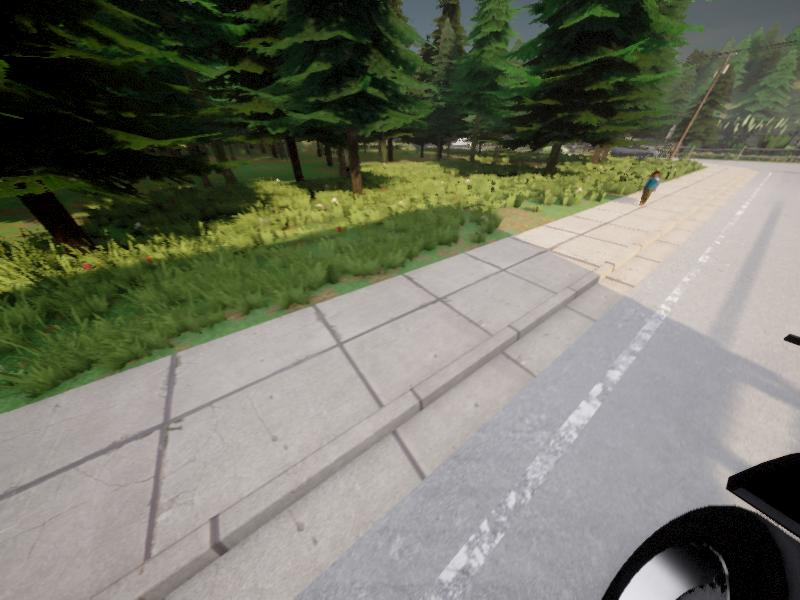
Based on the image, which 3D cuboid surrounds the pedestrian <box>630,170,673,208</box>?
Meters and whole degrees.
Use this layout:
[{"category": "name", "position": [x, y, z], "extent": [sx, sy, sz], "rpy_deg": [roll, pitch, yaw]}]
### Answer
[{"category": "pedestrian", "position": [8.833, -3.921, 8.146], "extent": [0.500, 1.100, 0.500], "rpy_deg": [-17, 39, -23]}]

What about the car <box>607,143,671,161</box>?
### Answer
[{"category": "car", "position": [26.994, -16.883, 26.278], "extent": [2.007, 1.525, 4.514], "rpy_deg": [-20, 40, -26]}]

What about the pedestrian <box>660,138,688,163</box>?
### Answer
[{"category": "pedestrian", "position": [25.214, -13.772, 21.282], "extent": [0.751, 1.860, 0.751], "rpy_deg": [-13, 37, -17]}]

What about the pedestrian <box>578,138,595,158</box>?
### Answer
[{"category": "pedestrian", "position": [21.481, -17.514, 26.617], "extent": [0.751, 1.860, 0.751], "rpy_deg": [-20, 40, -25]}]
